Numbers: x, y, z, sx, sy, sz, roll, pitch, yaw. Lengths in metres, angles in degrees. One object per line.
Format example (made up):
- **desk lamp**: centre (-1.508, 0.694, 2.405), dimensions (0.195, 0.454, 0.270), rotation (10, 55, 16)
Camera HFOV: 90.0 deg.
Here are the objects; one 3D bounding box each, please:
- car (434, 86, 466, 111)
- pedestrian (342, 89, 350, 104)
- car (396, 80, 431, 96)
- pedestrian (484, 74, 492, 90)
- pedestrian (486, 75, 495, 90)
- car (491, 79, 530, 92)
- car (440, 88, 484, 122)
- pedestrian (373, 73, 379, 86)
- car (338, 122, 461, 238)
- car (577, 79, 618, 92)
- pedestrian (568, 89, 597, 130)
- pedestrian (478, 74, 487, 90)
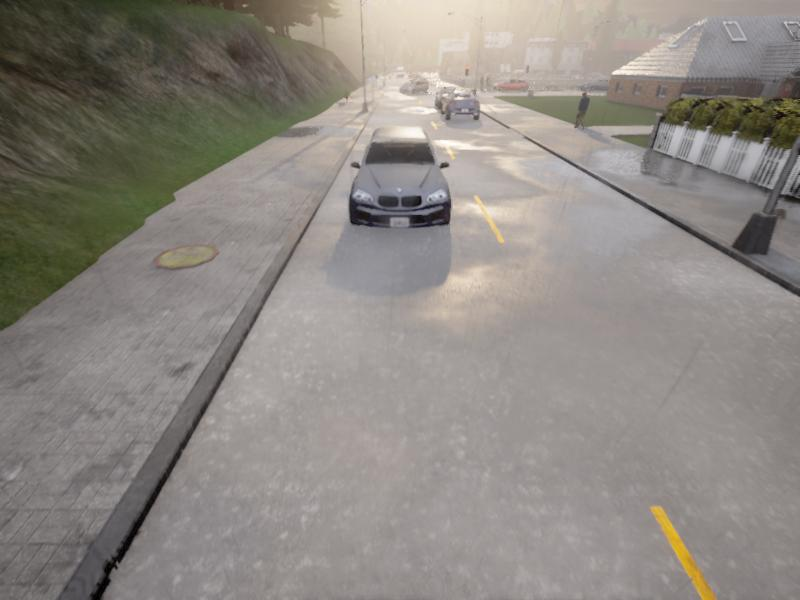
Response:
- **car**: centre (3.994, -16.612, 32.849), dimensions (2.038, 1.542, 4.974), rotation (0, 30, 0)
- **pedestrian**: centre (-4.722, -17.914, 35.242), dimensions (0.500, 1.100, 0.500), rotation (7, 31, 11)
- **car**: centre (1.702, -25.833, 48.601), dimensions (2.007, 1.525, 4.514), rotation (20, 36, 30)
- **pedestrian**: centre (12.185, -30.137, 55.337), dimensions (0.751, 1.860, 0.751), rotation (-2, 30, -3)
- **pedestrian**: centre (12.426, -29.844, 54.854), dimensions (0.751, 1.860, 0.751), rotation (19, 35, 29)
- **car**: centre (14.683, -28.524, 53.201), dimensions (4.514, 1.525, 2.007), rotation (0, 30, 0)
- **car**: centre (3.994, -13.062, 26.697), dimensions (2.152, 1.651, 5.027), rotation (0, 30, 0)
- **pedestrian**: centre (-3.937, -36.260, 65.823), dimensions (0.751, 1.860, 0.751), rotation (5, 31, 8)
- **car**: centre (-0.002, -3.141, 9.701), dimensions (2.242, 1.667, 4.611), rotation (0, 30, 0)
- **car**: centre (26.231, -28.512, 53.235), dimensions (4.193, 1.474, 1.816), rotation (0, 30, 0)
- **pedestrian**: centre (9.466, -9.921, 20.844), dimensions (0.751, 1.860, 0.751), rotation (-4, 31, -6)
- **pedestrian**: centre (11.307, -29.993, 55.092), dimensions (0.751, 1.860, 0.751), rotation (-18, 35, -27)
